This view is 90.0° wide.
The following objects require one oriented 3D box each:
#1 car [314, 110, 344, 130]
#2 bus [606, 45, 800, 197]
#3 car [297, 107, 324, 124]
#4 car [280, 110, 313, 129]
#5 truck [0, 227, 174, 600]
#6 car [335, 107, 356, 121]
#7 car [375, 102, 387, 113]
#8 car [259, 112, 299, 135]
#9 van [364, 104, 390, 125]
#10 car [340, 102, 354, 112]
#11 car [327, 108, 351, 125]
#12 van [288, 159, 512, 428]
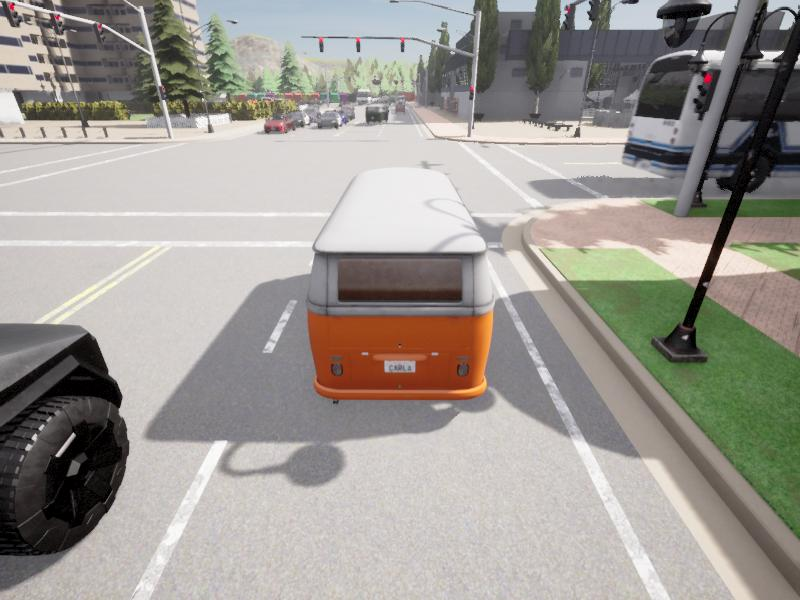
[{"bbox_3d":[-6.981,-18.001,39.906,2.038,1.542,4.974,0,27,0],"label":"car"},{"bbox_3d":[13.782,-6.227,14.050,10.273,4.253,3.944,0,27,0],"label":"bus"},{"bbox_3d":[-10.476,-21.715,47.018,2.033,1.649,4.856,0,27,0],"label":"car"},{"bbox_3d":[-10.480,-18.489,40.854,2.038,1.542,4.974,0,27,0],"label":"car"},{"bbox_3d":[-3.498,1.800,0.807,2.390,2.098,6.274,0,27,0],"label":"truck"},{"bbox_3d":[-6.975,-24.103,51.785,2.128,1.511,4.902,0,27,0],"label":"car"},{"bbox_3d":[-3.464,-35.307,73.409,2.033,1.649,4.856,0,27,0],"label":"car"},{"bbox_3d":[-10.546,-15.634,35.310,2.007,1.525,4.514,1,27,2],"label":"car"},{"bbox_3d":[-2.477,-20.993,45.222,1.775,1.987,4.442,6,28,11],"label":"van"},{"bbox_3d":[-10.461,-38.337,79.419,2.242,1.667,4.611,0,27,0],"label":"car"},{"bbox_3d":[-6.977,-21.195,46.116,2.007,1.525,4.514,0,27,0],"label":"car"},{"bbox_3d":[0.011,-0.599,5.591,1.775,1.987,4.442,0,27,0],"label":"van"}]
